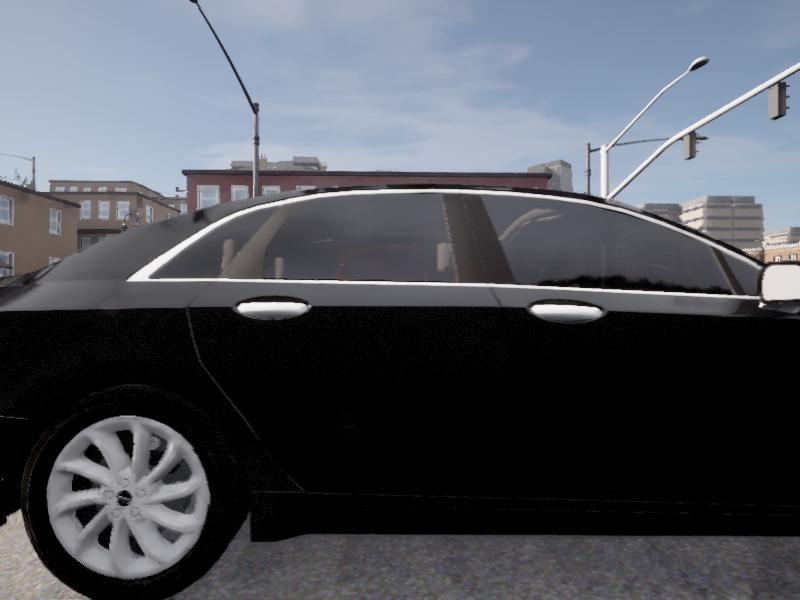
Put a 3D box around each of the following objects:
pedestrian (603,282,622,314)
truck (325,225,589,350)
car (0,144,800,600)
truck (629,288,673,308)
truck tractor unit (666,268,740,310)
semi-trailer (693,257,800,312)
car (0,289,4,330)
[{"bbox_3d":[12.814,-0.114,24.154,0.751,1.860,0.751,0,0,0],"label":"pedestrian"},{"bbox_3d":[1.120,-0.243,9.202,5.204,2.467,2.627,0,0,0],"label":"truck"},{"bbox_3d":[0.494,0.246,2.200,4.892,1.490,1.837,0,0,0],"label":"car"},{"bbox_3d":[32.281,-0.242,51.704,2.627,2.467,5.204,0,0,3],"label":"truck"},{"bbox_3d":[32.557,-1.095,43.329,3.053,4.208,6.516,0,0,0],"label":"truck tractor unit"},{"bbox_3d":[32.912,-1.216,35.420,2.717,4.402,14.254,0,0,-3],"label":"semi-trailer"},{"bbox_3d":[-15.542,0.306,12.610,4.181,1.385,1.994,0,0,1],"label":"car"}]
